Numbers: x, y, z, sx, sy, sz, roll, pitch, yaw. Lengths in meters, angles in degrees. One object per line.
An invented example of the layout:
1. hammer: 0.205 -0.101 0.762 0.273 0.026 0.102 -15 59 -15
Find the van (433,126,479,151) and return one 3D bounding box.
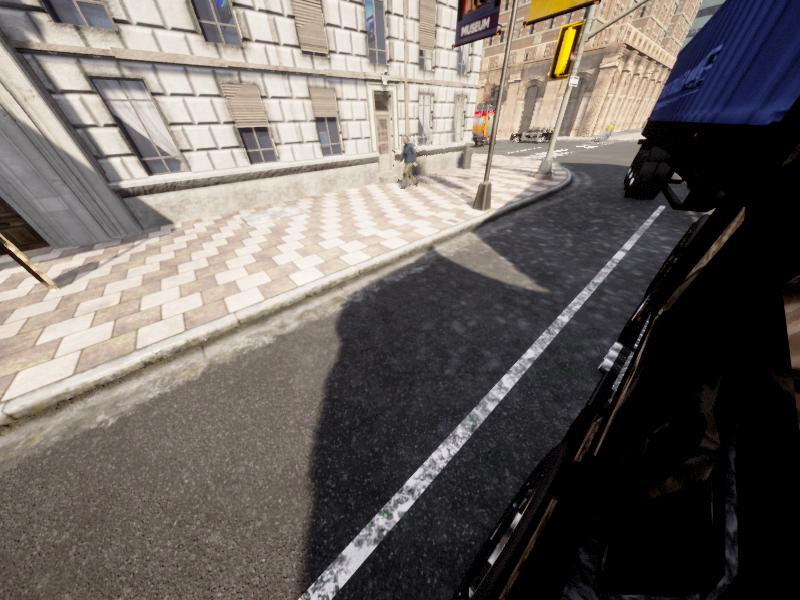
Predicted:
1. van: 5.824 -17.274 24.695 1.775 1.987 4.442 -29 44 -30

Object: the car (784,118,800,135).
1. car: 43.619 -18.669 24.754 4.718 1.301 1.895 -29 44 -30

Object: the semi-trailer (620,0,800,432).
1. semi-trailer: 7.689 -4.149 5.011 2.717 4.402 14.254 23 44 30

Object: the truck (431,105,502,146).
1. truck: 8.243 -22.792 30.378 2.891 3.827 8.468 -29 44 -30

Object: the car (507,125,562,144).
1. car: 16.079 -19.959 27.923 1.930 1.638 5.238 -29 44 -31

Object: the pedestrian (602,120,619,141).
1. pedestrian: 23.544 -18.924 25.845 0.751 1.860 0.751 21 43 28

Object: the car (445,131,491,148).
1. car: 7.867 -18.936 27.196 1.837 1.490 4.892 -29 44 -30

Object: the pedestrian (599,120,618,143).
1. pedestrian: 22.056 -17.789 24.424 0.751 1.860 0.751 16 41 23

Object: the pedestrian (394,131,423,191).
1. pedestrian: 0.317 -5.282 8.831 0.751 1.860 0.751 -21 41 -23

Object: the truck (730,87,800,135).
1. truck: 41.743 -21.452 26.478 8.468 3.827 2.891 -29 44 -30

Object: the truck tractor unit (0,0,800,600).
1. truck tractor unit: 2.645 -0.295 0.351 6.516 4.208 3.053 -28 44 -30
